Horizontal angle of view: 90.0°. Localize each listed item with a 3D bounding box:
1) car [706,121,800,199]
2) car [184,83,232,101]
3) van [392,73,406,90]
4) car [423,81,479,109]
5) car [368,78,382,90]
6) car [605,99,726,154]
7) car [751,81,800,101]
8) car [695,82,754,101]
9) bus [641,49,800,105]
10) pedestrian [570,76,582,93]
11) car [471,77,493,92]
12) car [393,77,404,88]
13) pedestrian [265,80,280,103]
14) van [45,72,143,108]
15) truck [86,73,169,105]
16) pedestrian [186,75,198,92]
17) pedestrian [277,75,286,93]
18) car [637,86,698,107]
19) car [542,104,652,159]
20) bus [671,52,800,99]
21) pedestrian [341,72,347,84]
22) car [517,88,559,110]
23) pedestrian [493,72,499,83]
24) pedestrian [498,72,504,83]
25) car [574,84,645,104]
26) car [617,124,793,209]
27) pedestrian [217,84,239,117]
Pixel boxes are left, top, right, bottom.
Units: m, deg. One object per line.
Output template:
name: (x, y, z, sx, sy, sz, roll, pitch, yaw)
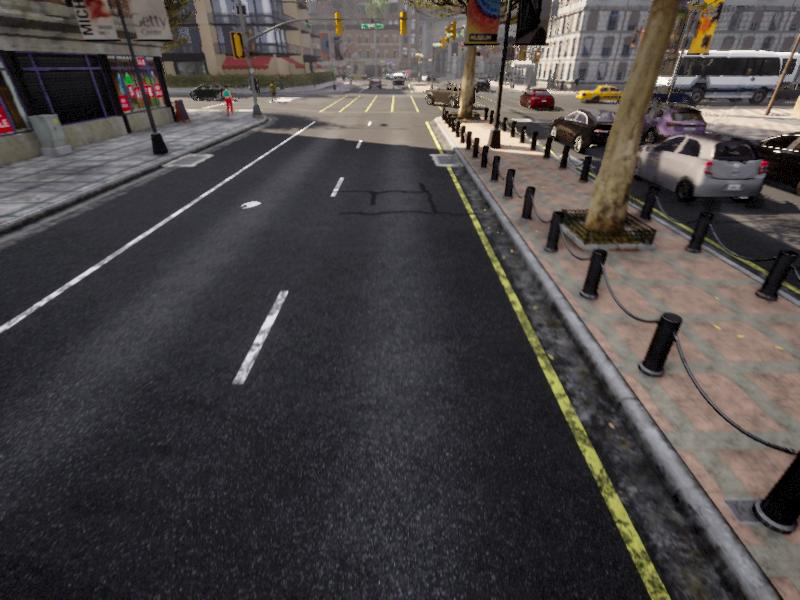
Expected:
car: (11.443, -3.957, 11.281, 1.837, 1.490, 4.892, 0, 30, 0)
car: (-19.103, -20.798, 39.981, 3.705, 1.549, 1.789, 0, 30, 0)
van: (-0.187, -32.459, 59.435, 2.069, 2.038, 4.480, 0, 30, 0)
car: (4.209, -17.463, 33.976, 1.932, 1.855, 4.605, -20, 36, -31)
car: (-3.693, -32.508, 60.107, 1.812, 1.442, 4.674, 0, 30, 0)
car: (11.426, -7.827, 17.763, 2.033, 1.649, 4.856, 0, 30, 0)
car: (38.881, -21.063, 40.354, 4.611, 1.667, 2.242, 0, 30, 0)
car: (32.629, -21.016, 40.334, 3.988, 1.617, 1.851, 0, 30, 0)
bus: (28.943, -20.437, 36.723, 10.273, 4.253, 3.944, 0, 30, 0)
pedestrian: (21.248, -25.995, 48.232, 0.751, 1.860, 0.751, -1, 30, -1)
car: (11.317, -30.084, 55.779, 1.930, 1.638, 5.238, 0, 30, 0)
car: (-0.208, -35.469, 65.169, 1.812, 1.442, 4.674, 0, 30, 0)
pedestrian: (-11.763, -19.256, 36.998, 0.751, 1.860, 0.751, 11, 32, 18)
van: (-25.522, -17.659, 33.638, 5.915, 2.561, 1.988, -1, 30, -1)
truck: (-24.842, -19.405, 36.689, 5.204, 2.467, 2.627, 0, 30, 0)
pedestrian: (-26.433, -27.580, 50.910, 0.751, 1.860, 0.751, -1, 30, -2)
pedestrian: (-14.503, -26.462, 49.008, 0.751, 1.860, 0.751, -12, 32, -19)
car: (22.799, -17.421, 34.235, 3.705, 1.549, 1.789, 0, 30, 0)
car: (7.925, -7.185, 16.779, 2.128, 1.511, 4.902, 0, 30, 0)
bus: (35.906, -23.873, 42.599, 10.273, 4.253, 3.944, 0, 30, 0)
pedestrian: (-9.997, -39.658, 71.559, 0.751, 1.860, 0.751, 3, 31, 6)
car: (11.381, -16.777, 33.312, 1.994, 1.385, 4.181, 0, 30, 0)
pedestrian: (18.545, -42.972, 77.239, 0.751, 1.860, 0.751, -6, 31, -9)
pedestrian: (19.902, -43.953, 78.917, 0.751, 1.860, 0.751, -5, 31, -8)
car: (19.437, -19.249, 37.332, 5.366, 1.575, 1.801, 1, 30, 2)
car: (7.943, -3.799, 10.974, 1.845, 1.501, 3.633, 0, 30, 0)
pedestrian: (-11.013, -12.817, 25.695, 0.751, 1.860, 0.751, 0, 30, -1)
